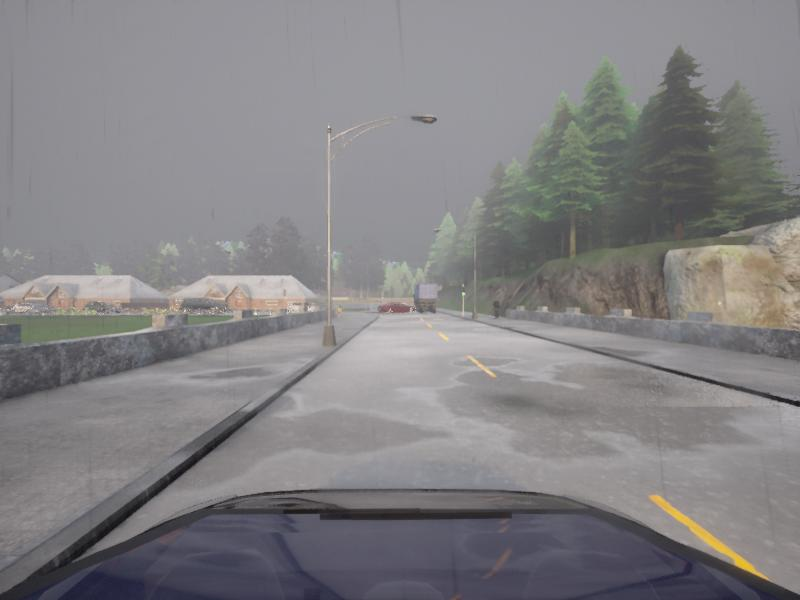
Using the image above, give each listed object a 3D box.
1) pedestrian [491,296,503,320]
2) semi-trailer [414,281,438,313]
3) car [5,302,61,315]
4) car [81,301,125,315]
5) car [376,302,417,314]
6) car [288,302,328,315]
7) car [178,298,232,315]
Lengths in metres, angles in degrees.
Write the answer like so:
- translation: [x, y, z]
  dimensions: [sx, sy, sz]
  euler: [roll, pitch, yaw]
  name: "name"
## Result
- translation: [7.620, 0.654, 31.498]
  dimensions: [0.751, 1.860, 0.751]
  euler: [0, 0, 3]
  name: "pedestrian"
- translation: [3.890, -0.383, 62.314]
  dimensions: [2.717, 4.402, 14.254]
  euler: [0, 0, 0]
  name: "semi-trailer"
- translation: [-44.928, 1.012, 49.004]
  dimensions: [4.974, 1.542, 2.038]
  euler: [0, 0, 0]
  name: "car"
- translation: [-36.327, 0.974, 49.019]
  dimensions: [3.988, 1.617, 1.851]
  euler: [0, 0, 0]
  name: "car"
- translation: [-0.433, 1.018, 51.604]
  dimensions: [5.008, 1.535, 1.882]
  euler: [0, 0, -31]
  name: "car"
- translation: [-11.216, 1.015, 49.088]
  dimensions: [4.514, 1.525, 2.007]
  euler: [0, 0, -1]
  name: "car"
- translation: [-23.849, 0.755, 49.042]
  dimensions: [5.566, 2.045, 2.150]
  euler: [0, 0, 0]
  name: "car"
